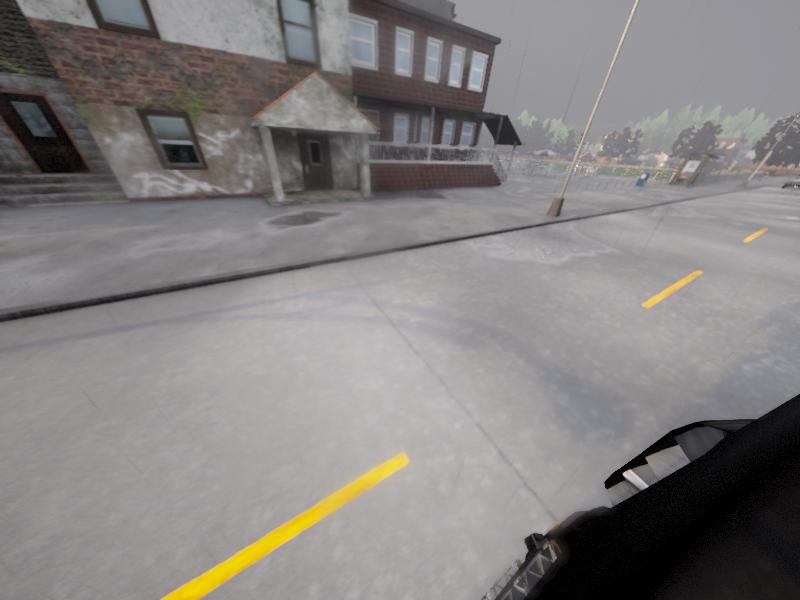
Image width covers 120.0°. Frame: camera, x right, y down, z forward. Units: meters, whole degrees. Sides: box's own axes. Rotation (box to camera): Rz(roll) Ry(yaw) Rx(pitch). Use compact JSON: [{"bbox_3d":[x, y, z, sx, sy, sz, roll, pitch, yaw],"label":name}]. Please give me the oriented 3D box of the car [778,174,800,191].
[{"bbox_3d":[45.775,-13.398,26.281,5.357,1.411,2.033,-16,38,-26],"label":"car"}]
